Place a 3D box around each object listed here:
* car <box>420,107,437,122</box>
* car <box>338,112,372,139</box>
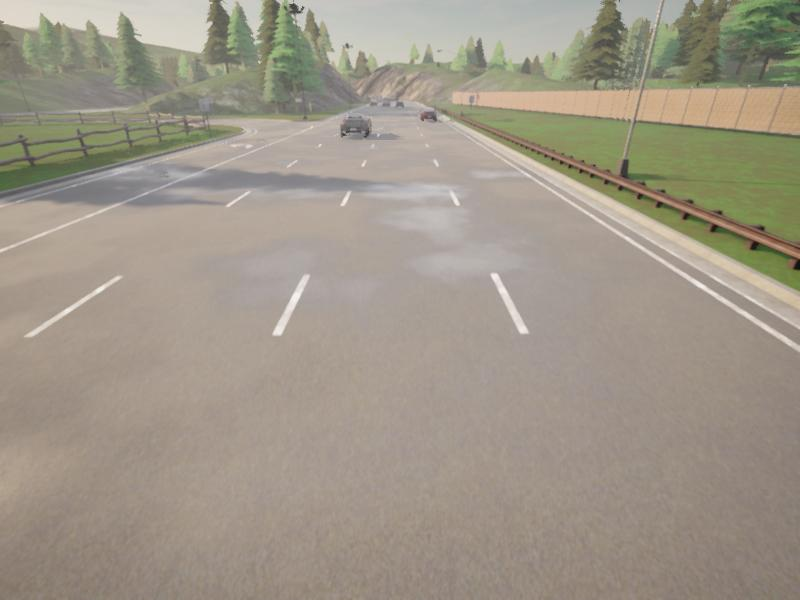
[{"bbox_3d":[3.490,-22.983,49.429,1.812,1.442,4.674,0,27,0],"label":"car"},{"bbox_3d":[-3.506,-14.143,32.216,2.152,1.651,5.027,0,27,0],"label":"car"}]
